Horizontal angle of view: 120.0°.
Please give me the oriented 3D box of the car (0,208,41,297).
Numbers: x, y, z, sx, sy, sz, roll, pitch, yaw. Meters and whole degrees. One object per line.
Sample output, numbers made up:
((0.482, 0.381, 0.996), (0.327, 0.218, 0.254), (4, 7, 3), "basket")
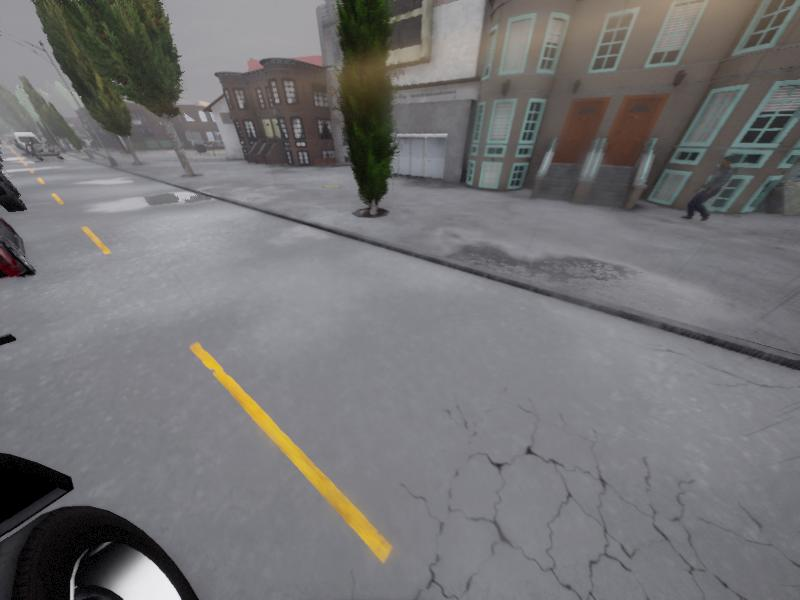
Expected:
((-8.860, -1.060, 4.156), (4.181, 1.385, 1.994), (22, 41, 28), "car")

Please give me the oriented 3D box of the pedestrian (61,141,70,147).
((-74.077, -34.512, 51.093), (0.500, 1.100, 0.500), (5, 35, 7), "pedestrian")

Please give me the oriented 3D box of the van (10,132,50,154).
((-55.247, -23.442, 34.480), (5.915, 2.561, 1.988), (22, 41, 28), "van")

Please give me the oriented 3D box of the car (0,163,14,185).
((-24.387, -7.499, 13.041), (4.902, 1.511, 2.128), (22, 41, 28), "car")

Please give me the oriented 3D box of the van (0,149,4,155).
((-58.555, -21.977, 32.368), (5.915, 2.561, 1.988), (22, 41, 28), "van")

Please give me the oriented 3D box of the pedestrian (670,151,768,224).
((9.430, -3.375, 6.973), (0.751, 1.860, 0.751), (18, 39, 23), "pedestrian")

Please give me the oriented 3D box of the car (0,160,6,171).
((-33.153, -11.130, 18.058), (5.366, 1.575, 1.801), (22, 41, 28), "car")

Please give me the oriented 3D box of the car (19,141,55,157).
((-48.397, -20.225, 30.823), (3.988, 1.617, 1.851), (22, 41, 28), "car")

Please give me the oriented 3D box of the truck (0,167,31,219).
((-16.089, -4.330, 8.102), (6.274, 2.098, 2.390), (22, 41, 28), "truck")

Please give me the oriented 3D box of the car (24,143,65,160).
((-39.847, -16.695, 25.915), (3.705, 1.549, 1.789), (22, 41, 28), "car")

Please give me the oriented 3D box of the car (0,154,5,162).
((-42.570, -15.122, 23.385), (4.605, 1.855, 1.932), (22, 41, 28), "car")
